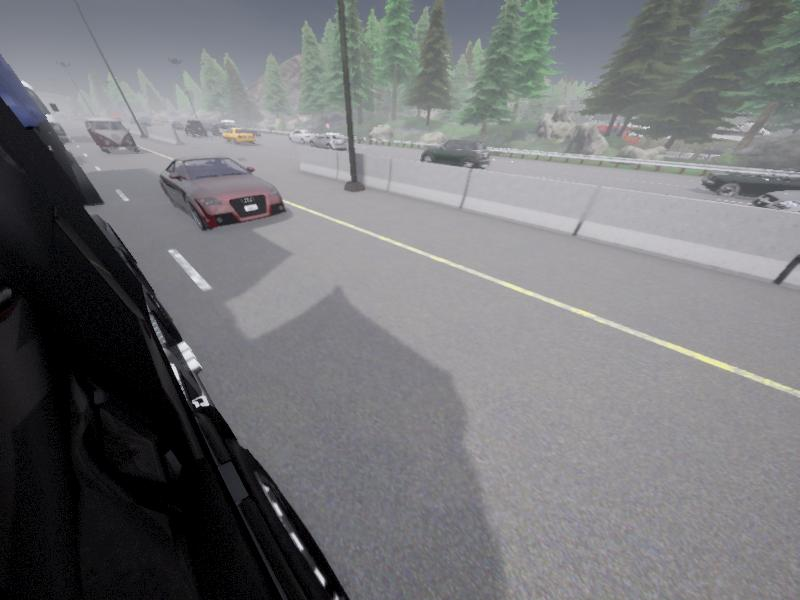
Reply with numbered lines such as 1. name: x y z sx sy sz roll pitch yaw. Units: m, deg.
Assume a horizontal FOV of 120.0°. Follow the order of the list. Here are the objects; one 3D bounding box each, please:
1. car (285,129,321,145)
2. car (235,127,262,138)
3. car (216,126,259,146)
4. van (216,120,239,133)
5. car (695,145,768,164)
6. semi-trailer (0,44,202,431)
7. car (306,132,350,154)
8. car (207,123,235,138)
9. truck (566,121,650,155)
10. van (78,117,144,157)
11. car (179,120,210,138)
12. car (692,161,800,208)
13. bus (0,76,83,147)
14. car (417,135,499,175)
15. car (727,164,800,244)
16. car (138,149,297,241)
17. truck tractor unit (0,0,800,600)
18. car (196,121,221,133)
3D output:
1. car: -12.381 -20.806 29.478 4.674 1.442 1.812 28 44 30
2. car: -24.613 -27.251 37.516 4.718 1.301 1.895 28 44 30
3. car: -18.296 -18.518 25.985 5.366 1.575 1.801 28 44 30
4. van: -36.142 -36.428 48.490 4.480 2.038 2.069 28 44 30
5. car: 41.699 -18.484 29.303 5.008 1.535 1.882 28 44 30
6. semi-trailer: -8.700 -3.590 4.246 14.254 4.402 2.717 28 44 30
7. car: -6.933 -15.176 22.247 3.806 1.475 1.970 28 44 30
8. car: -27.680 -26.268 35.775 3.988 1.617 1.851 28 44 30
9. truck: 31.407 -24.917 35.403 8.468 3.827 2.891 28 44 30
10. van: -19.993 -11.350 15.999 4.442 1.987 1.775 28 44 30
11. car: -29.573 -24.645 33.268 3.866 1.878 1.905 28 44 30
12. car: 16.999 -5.116 10.314 4.718 1.301 1.895 28 44 30
13. bus: -33.379 -16.757 20.555 10.273 4.253 3.944 29 44 29
14. car: 3.634 -9.686 15.248 4.553 1.767 2.097 28 44 30
15. car: 12.744 -2.024 5.683 5.027 1.651 2.152 28 44 30
16. car: -5.094 -3.175 6.437 4.181 1.385 1.994 28 44 30
17. truck tractor unit: -2.645 -0.295 0.351 6.516 4.208 3.053 28 44 30
18. car: -38.694 -34.886 46.601 4.611 1.667 2.242 28 44 30
